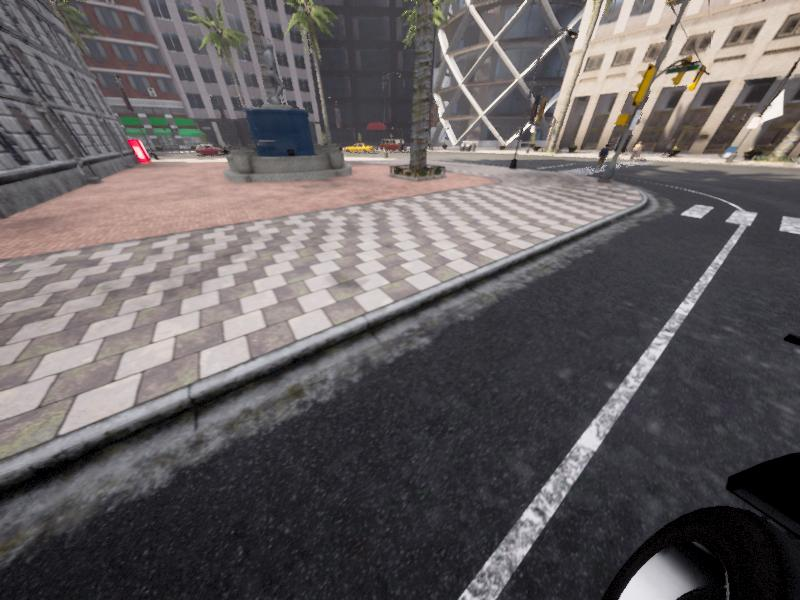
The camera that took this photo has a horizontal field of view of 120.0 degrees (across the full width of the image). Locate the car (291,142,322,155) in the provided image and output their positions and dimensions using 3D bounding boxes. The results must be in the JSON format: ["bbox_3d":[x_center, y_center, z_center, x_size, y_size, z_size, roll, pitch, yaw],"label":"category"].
[{"bbox_3d":[-14.621,-23.799,36.369,3.988,1.617,1.851,0,35,0],"label":"car"}]

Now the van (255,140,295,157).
[{"bbox_3d":[-17.860,-21.844,33.294,4.442,1.987,1.775,-3,35,-4],"label":"van"}]

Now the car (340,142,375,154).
[{"bbox_3d":[-7.018,-25.380,38.574,5.366,1.575,1.801,7,36,10],"label":"car"}]

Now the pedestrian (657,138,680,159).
[{"bbox_3d":[29.415,-16.631,25.336,0.751,1.860,0.751,17,39,23],"label":"pedestrian"}]

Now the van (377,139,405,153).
[{"bbox_3d":[-1.496,-26.717,40.074,4.442,1.987,1.775,12,37,17],"label":"van"}]

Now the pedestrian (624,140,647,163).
[{"bbox_3d":[23.494,-14.796,23.045,0.751,1.860,0.751,-21,40,-26],"label":"pedestrian"}]

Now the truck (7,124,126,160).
[{"bbox_3d":[-46.458,-22.534,32.903,8.468,3.827,2.891,-22,40,-27],"label":"truck"}]

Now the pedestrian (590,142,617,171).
[{"bbox_3d":[15.660,-11.062,17.812,0.751,1.860,0.751,-24,42,-30],"label":"pedestrian"}]

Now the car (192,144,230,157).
[{"bbox_3d":[-28.294,-22.473,34.709,3.806,1.475,1.970,-11,37,-15],"label":"car"}]
